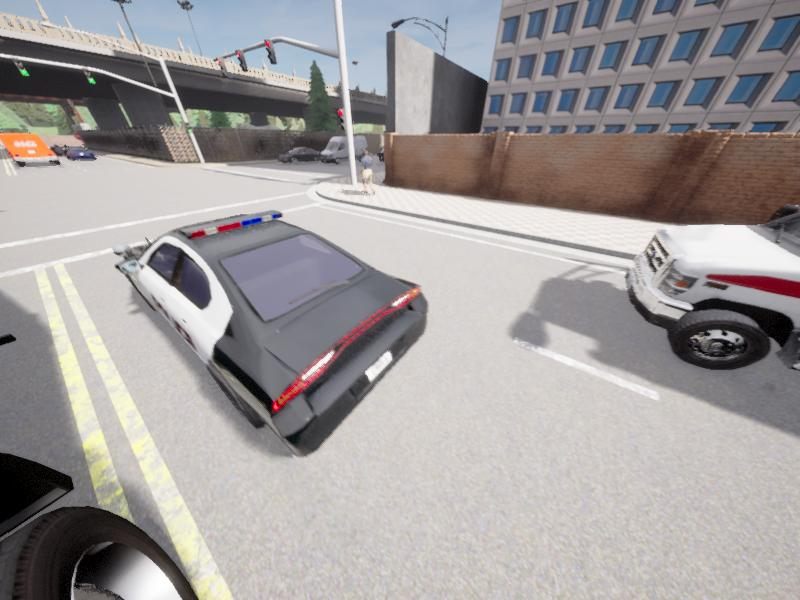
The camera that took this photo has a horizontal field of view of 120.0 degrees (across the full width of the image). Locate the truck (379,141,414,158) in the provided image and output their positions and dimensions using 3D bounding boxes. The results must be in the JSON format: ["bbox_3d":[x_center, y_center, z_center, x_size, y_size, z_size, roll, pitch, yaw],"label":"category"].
[{"bbox_3d":[-0.507,-24.453,37.451,2.390,2.098,6.274,22,40,28],"label":"truck"}]

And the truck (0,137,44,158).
[{"bbox_3d":[-51.301,-20.681,31.225,6.274,2.098,2.390,22,40,28],"label":"truck"}]

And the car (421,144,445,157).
[{"bbox_3d":[5.770,-25.880,39.889,2.097,1.767,4.553,22,40,28],"label":"car"}]

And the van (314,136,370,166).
[{"bbox_3d":[-6.201,-16.661,25.681,1.988,2.561,5.915,22,41,28],"label":"van"}]

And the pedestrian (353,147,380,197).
[{"bbox_3d":[-1.465,-5.699,10.291,0.751,1.860,0.751,-26,42,-33],"label":"pedestrian"}]

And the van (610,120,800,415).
[{"bbox_3d":[6.179,0.208,1.684,6.366,2.431,2.351,22,40,28],"label":"van"}]

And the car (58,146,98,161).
[{"bbox_3d":[-38.269,-17.492,27.478,4.181,1.385,1.994,22,40,28],"label":"car"}]

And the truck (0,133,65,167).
[{"bbox_3d":[-35.344,-14.316,21.974,5.204,2.467,2.627,23,40,28],"label":"truck"}]

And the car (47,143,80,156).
[{"bbox_3d":[-49.097,-21.923,33.681,3.806,1.475,1.970,22,40,28],"label":"car"}]

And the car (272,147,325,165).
[{"bbox_3d":[-10.986,-15.863,25.375,1.837,1.490,4.892,22,40,28],"label":"car"}]

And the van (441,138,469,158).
[{"bbox_3d":[9.334,-25.570,38.847,1.988,2.561,5.915,22,40,28],"label":"van"}]

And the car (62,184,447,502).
[{"bbox_3d":[-2.165,-0.391,3.198,4.974,1.542,2.038,22,40,28],"label":"car"}]

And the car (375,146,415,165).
[{"bbox_3d":[-0.515,-17.368,27.599,1.930,1.638,5.238,22,40,28],"label":"car"}]

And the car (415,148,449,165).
[{"bbox_3d":[3.969,-17.431,27.896,1.837,1.490,4.892,22,40,28],"label":"car"}]
